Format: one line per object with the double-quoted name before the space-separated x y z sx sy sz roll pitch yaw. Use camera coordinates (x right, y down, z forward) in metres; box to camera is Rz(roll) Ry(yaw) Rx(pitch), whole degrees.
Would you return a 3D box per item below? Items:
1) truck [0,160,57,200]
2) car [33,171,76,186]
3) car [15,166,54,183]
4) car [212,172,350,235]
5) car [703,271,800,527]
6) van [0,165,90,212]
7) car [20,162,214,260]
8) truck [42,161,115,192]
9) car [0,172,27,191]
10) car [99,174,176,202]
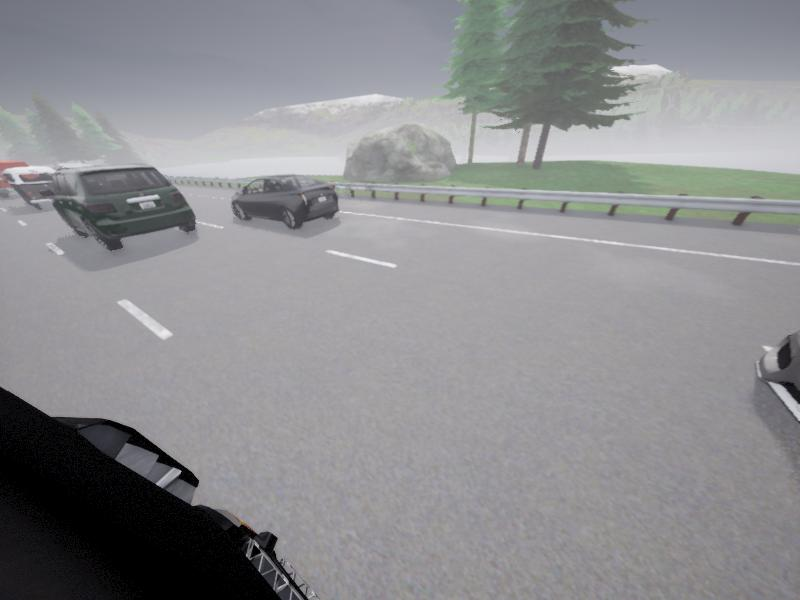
"truck" -32.047 -10.054 19.097 5.204 2.467 2.627 17 38 26
"car" -40.943 -14.460 27.382 4.718 1.301 1.895 16 38 26
"car" -52.126 -18.002 32.963 4.605 1.855 1.932 17 38 26
"car" -4.358 -3.748 8.516 4.514 1.525 2.007 16 38 26
"car" 5.011 1.229 0.288 5.027 1.651 2.152 17 38 26
"van" -21.201 -6.685 13.637 4.480 2.038 2.069 17 38 26
"car" -9.010 -3.094 7.374 5.566 2.045 2.150 16 38 26
"truck" -29.801 -11.501 21.427 6.274 2.098 2.390 16 38 26
"car" -42.178 -12.650 24.579 4.193 1.474 1.816 17 38 26
"car" -17.317 -7.481 15.239 4.718 1.301 1.895 16 38 26
